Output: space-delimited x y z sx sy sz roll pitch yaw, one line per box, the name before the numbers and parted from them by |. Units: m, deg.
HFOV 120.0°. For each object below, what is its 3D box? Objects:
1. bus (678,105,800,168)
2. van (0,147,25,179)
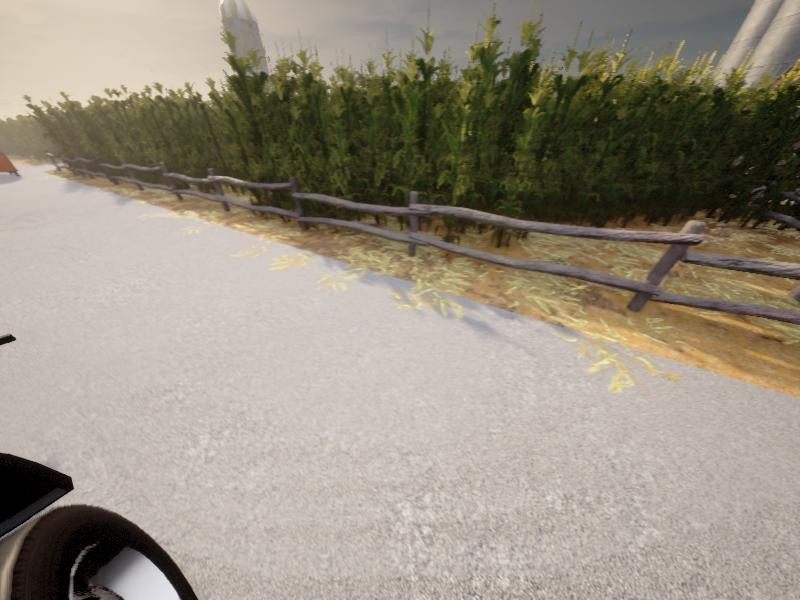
bus | 33.488 -16.351 23.231 3.944 4.253 10.273 22 41 27
van | -26.754 -9.004 14.737 4.442 1.987 1.775 19 40 24
